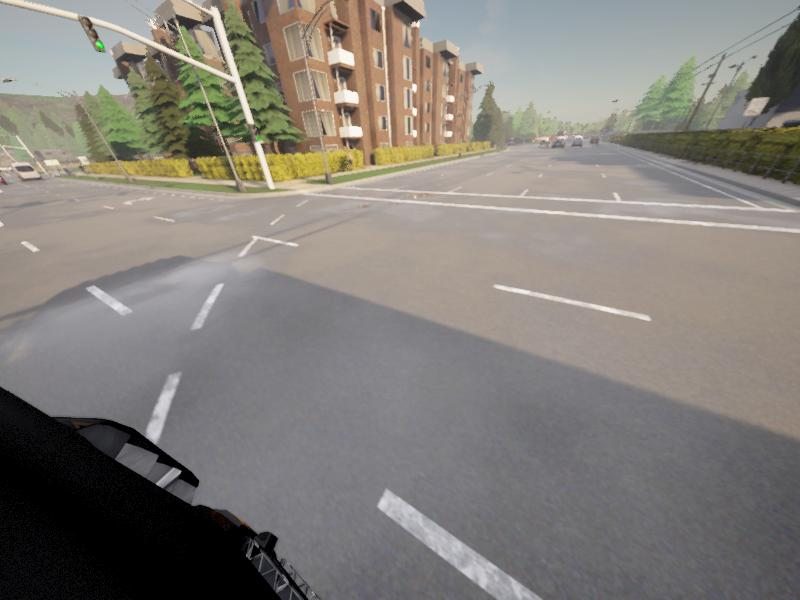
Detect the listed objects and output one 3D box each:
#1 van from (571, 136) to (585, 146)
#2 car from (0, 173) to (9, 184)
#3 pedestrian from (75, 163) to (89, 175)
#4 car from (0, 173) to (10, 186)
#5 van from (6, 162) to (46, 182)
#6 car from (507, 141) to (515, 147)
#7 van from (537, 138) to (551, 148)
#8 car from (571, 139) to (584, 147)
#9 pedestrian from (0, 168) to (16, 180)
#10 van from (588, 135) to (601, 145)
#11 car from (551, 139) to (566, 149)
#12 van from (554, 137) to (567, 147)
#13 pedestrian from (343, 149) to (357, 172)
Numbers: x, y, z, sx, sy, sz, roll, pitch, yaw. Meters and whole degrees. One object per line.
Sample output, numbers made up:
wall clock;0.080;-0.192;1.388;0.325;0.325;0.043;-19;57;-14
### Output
van;44.435;-39.752;57.757;2.069;2.038;4.480;17;39;28
car;-62.110;-18.668;34.857;5.566;2.045;2.150;17;39;27
pedestrian;-60.140;-24.801;43.685;0.751;1.860;0.751;16;38;26
car;-56.032;-16.627;31.724;3.988;1.617;1.851;17;39;27
van;-59.846;-20.472;36.920;5.915;2.561;1.988;17;39;27
car;40.038;-56.383;83.415;1.812;1.442;4.674;4;34;10
van;36.396;-39.652;58.251;2.069;2.038;4.480;17;39;28
car;40.498;-35.835;52.816;1.994;1.385;4.181;17;39;28
pedestrian;-71.721;-22.999;42.200;0.751;1.860;0.751;14;37;23
van;48.835;-40.132;58.014;1.775;1.987;4.442;17;39;28
car;35.810;-35.232;52.160;2.242;1.667;4.611;17;39;28
van;40.070;-39.383;57.557;2.069;2.038;4.480;17;39;28
pedestrian;-4.888;-13.727;22.770;0.751;1.860;0.751;17;39;27
